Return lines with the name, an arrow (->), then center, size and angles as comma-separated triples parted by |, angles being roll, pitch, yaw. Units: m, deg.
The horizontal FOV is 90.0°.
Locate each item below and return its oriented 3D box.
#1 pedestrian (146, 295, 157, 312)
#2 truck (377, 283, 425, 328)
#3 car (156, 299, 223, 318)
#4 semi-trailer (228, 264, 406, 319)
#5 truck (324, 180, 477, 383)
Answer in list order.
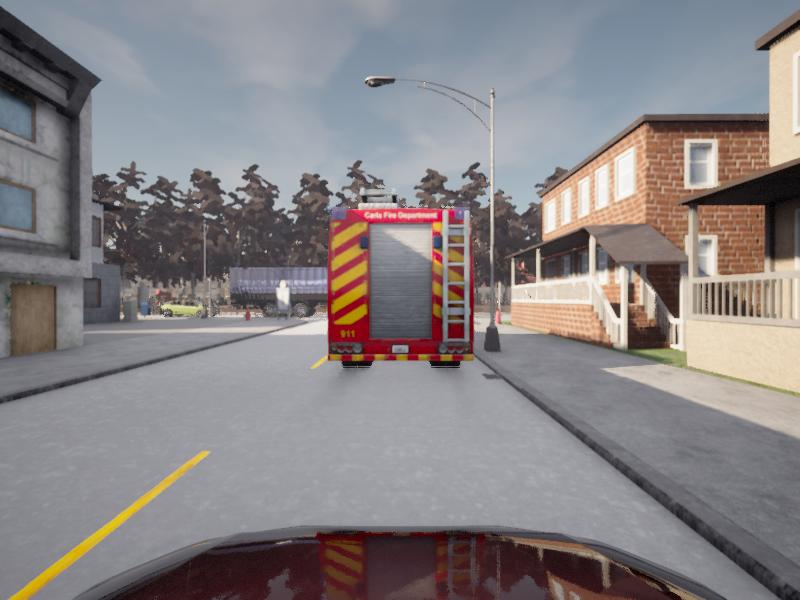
pedestrian -> -26.659, 0.398, 42.900 | 0.751, 1.860, 0.751 | 0, 0, 0
truck -> 0.073, 0.287, 24.609 | 2.627, 2.467, 5.204 | 0, 1, 1
car -> -17.550, 0.722, 33.505 | 4.514, 1.525, 2.007 | 0, 0, 0
semi-trailer -> -6.645, -0.723, 33.462 | 14.254, 4.402, 2.717 | 0, 0, 0
truck -> 0.046, -0.359, 11.770 | 2.891, 3.827, 8.468 | 0, 0, 1
